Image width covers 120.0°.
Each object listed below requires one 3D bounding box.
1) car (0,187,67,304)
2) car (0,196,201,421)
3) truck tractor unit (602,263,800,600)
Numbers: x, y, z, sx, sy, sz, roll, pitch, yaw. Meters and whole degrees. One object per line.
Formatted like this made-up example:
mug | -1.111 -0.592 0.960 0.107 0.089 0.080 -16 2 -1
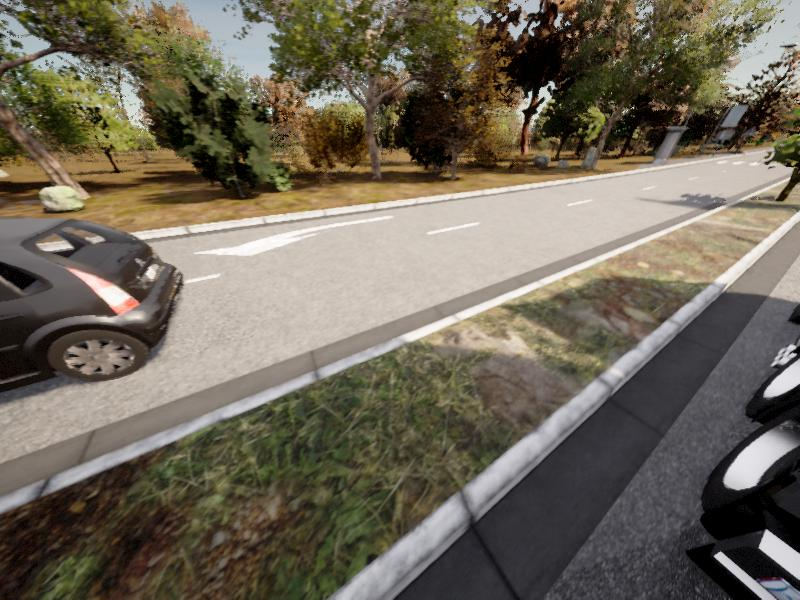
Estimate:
car | -8.585 -0.521 3.307 3.705 1.549 1.789 -18 39 -24
car | -4.852 0.217 2.234 3.988 1.617 1.851 -18 39 -24
truck tractor unit | 5.113 -0.299 0.784 6.516 4.208 3.053 -18 39 -24
